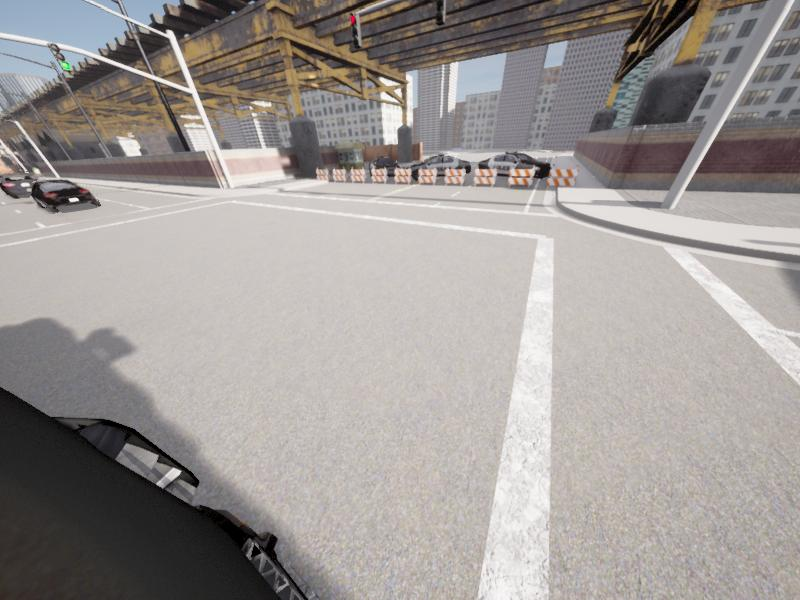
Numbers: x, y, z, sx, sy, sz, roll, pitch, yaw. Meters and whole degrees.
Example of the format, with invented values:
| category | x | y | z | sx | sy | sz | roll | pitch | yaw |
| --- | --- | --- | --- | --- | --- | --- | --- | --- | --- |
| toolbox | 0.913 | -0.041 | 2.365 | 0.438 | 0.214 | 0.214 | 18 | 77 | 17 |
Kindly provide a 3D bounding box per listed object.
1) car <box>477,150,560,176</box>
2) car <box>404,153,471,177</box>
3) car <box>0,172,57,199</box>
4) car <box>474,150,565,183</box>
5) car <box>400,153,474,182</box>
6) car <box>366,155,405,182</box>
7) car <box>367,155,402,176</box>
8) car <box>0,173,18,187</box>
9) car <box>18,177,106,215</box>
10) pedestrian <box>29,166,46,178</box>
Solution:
| category | x | y | z | sx | sy | sz | roll | pitch | yaw |
| --- | --- | --- | --- | --- | --- | --- | --- | --- | --- |
| car | 7.637 | -9.195 | 15.443 | 1.853 | 1.218 | 4.536 | -20 | 37 | -24 |
| car | 2.690 | -10.122 | 17.219 | 4.536 | 1.218 | 1.853 | -5 | 34 | -4 |
| car | -32.503 | -9.941 | 19.882 | 4.611 | 1.667 | 2.242 | 16 | 38 | 26 |
| car | 7.670 | -9.040 | 15.493 | 2.038 | 1.542 | 4.974 | -20 | 37 | -24 |
| car | 2.645 | -9.986 | 17.303 | 4.974 | 1.542 | 2.038 | -5 | 34 | -4 |
| car | -1.333 | -11.129 | 19.328 | 2.038 | 1.542 | 4.974 | -11 | 34 | -12 |
| car | -1.355 | -11.287 | 19.282 | 1.853 | 1.218 | 4.536 | -11 | 34 | -12 |
| car | -54.167 | -16.142 | 31.013 | 4.902 | 1.511 | 2.128 | 16 | 38 | 26 |
| car | -19.413 | -6.066 | 13.250 | 4.674 | 1.442 | 1.812 | 16 | 38 | 26 |
| pedestrian | -64.119 | -22.603 | 40.861 | 0.751 | 1.860 | 0.751 | 16 | 38 | 26 |
